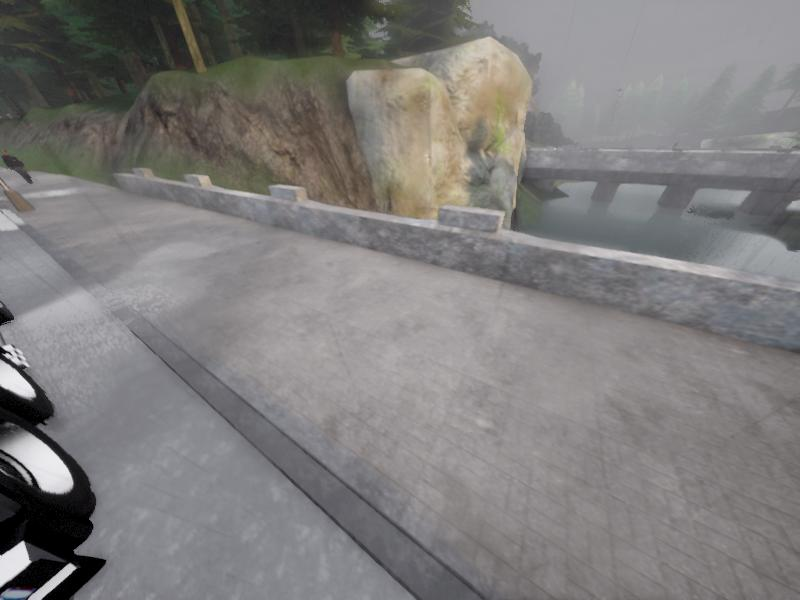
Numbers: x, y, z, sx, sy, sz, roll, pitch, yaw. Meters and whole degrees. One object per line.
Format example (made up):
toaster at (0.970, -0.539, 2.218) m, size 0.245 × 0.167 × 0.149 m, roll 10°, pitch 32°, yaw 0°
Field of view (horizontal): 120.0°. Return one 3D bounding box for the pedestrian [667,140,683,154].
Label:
pedestrian at (44.153, -24.549, 37.071) m, size 0.751 × 1.860 × 0.751 m, roll 20°, pitch 40°, yaw 26°

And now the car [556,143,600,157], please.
car at (27.880, -23.728, 36.442) m, size 5.238 × 1.638 × 1.930 m, roll 19°, pitch 39°, yaw 25°

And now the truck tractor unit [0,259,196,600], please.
truck tractor unit at (-5.103, -0.310, 0.792) m, size 6.516 × 4.208 × 3.053 m, roll 19°, pitch 39°, yaw 25°

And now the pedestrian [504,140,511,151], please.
pedestrian at (22.348, -31.918, 47.844) m, size 0.751 × 1.860 × 0.751 m, roll 20°, pitch 40°, yaw 27°

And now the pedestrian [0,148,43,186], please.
pedestrian at (-22.465, -7.811, 13.564) m, size 0.751 × 1.860 × 0.751 m, roll 20°, pitch 40°, yaw 26°
